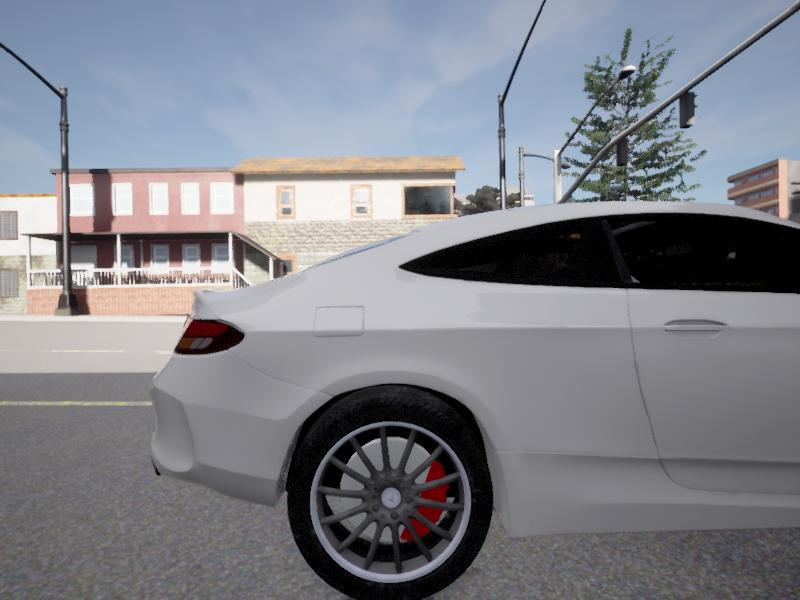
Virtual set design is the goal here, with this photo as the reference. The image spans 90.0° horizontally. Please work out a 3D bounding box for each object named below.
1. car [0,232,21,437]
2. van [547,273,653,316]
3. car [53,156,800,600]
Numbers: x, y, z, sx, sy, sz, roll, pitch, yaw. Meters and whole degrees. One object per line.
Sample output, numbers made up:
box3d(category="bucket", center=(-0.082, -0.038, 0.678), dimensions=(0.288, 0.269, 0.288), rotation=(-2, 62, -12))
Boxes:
box3d(category="car", center=(-4.942, 0.231, 2.066), dimensions=(4.193, 1.474, 1.816), rotation=(0, 0, -1))
box3d(category="van", center=(13.039, -0.307, 26.454), dimensions=(5.915, 2.561, 1.988), rotation=(-1, 0, 44))
box3d(category="car", center=(1.235, 0.270, 2.205), dimensions=(4.674, 1.442, 1.812), rotation=(0, 0, -1))
